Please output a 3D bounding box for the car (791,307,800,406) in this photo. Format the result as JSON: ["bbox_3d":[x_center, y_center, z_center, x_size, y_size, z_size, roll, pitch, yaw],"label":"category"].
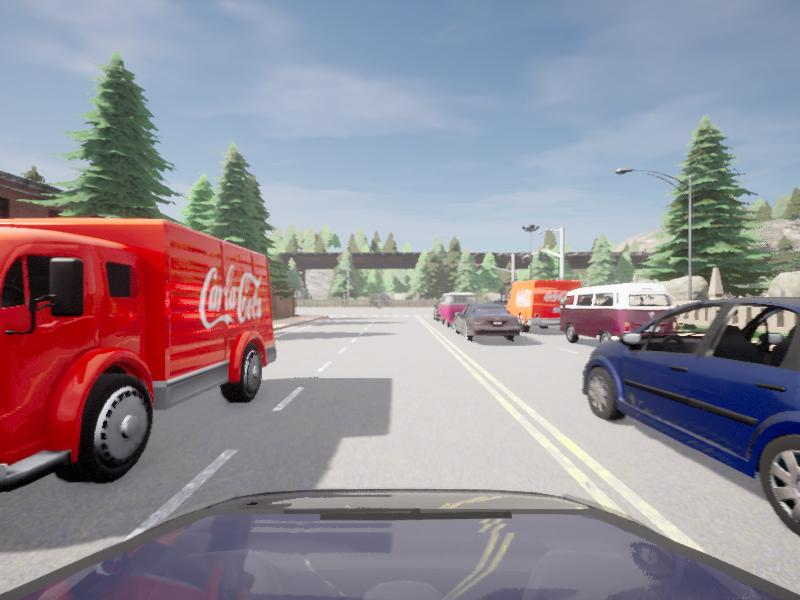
[{"bbox_3d":[6.985,0.846,4.230,1.970,1.475,3.806,0,0,0],"label":"car"}]

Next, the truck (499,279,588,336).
[{"bbox_3d":[6.938,0.326,20.152,2.627,2.467,5.204,0,0,0],"label":"truck"}]

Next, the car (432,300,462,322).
[{"bbox_3d":[3.406,0.769,29.589,1.789,1.549,3.705,0,0,0],"label":"car"}]

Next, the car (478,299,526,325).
[{"bbox_3d":[6.911,0.736,27.654,2.033,1.649,4.856,0,0,0],"label":"car"}]

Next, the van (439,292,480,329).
[{"bbox_3d":[3.423,0.562,23.826,1.775,1.987,4.442,0,0,0],"label":"van"}]

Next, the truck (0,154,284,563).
[{"bbox_3d":[-3.519,0.347,5.013,2.627,2.467,5.204,0,0,0],"label":"truck"}]

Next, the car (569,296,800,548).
[{"bbox_3d":[3.486,0.781,4.037,1.851,1.617,3.988,0,0,0],"label":"car"}]

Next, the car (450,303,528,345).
[{"bbox_3d":[3.448,0.868,16.694,2.033,1.411,5.357,0,0,0],"label":"car"}]

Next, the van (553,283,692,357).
[{"bbox_3d":[6.957,0.548,13.217,2.069,2.038,4.480,0,0,0],"label":"van"}]
